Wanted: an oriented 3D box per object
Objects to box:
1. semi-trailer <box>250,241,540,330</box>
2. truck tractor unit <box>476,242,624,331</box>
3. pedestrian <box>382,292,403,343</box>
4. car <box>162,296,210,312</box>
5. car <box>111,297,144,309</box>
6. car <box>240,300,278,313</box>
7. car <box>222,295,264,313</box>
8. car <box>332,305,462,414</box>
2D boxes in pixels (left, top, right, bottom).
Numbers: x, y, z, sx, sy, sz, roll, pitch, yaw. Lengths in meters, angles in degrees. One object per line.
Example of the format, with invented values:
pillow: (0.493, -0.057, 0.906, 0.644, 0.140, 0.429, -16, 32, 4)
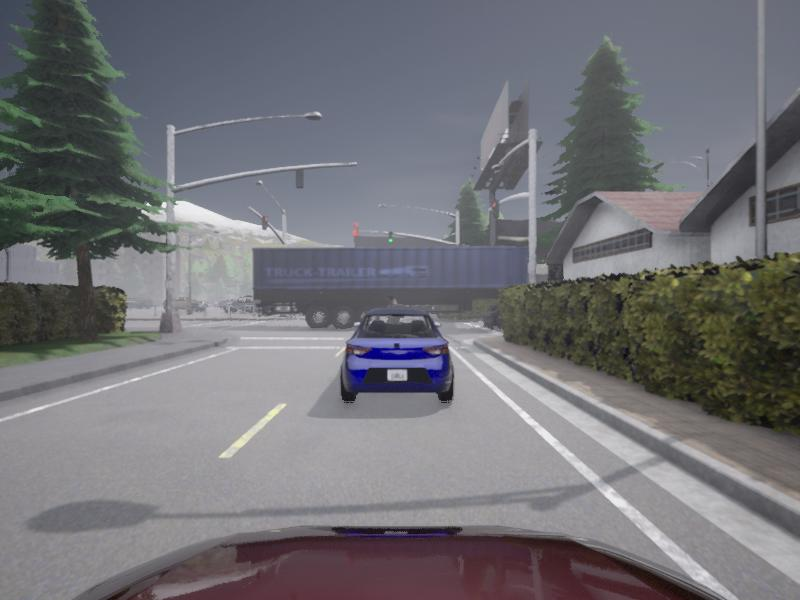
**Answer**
semi-trailer: (-0.235, -0.714, 21.065, 14.254, 4.402, 2.717, 0, 0, -1)
truck tractor unit: (7.654, -0.667, 21.153, 6.516, 4.208, 3.053, -2, 0, -1)
pedestrian: (-0.271, 0.641, 14.988, 0.751, 1.860, 0.751, 0, 0, 3)
car: (-24.953, 0.470, 46.735, 4.605, 1.855, 1.932, 0, 0, -1)
car: (-42.528, 0.460, 62.457, 3.866, 1.878, 1.905, 0, 0, -1)
car: (-16.474, 0.734, 46.875, 3.806, 1.475, 1.970, 0, 0, -1)
car: (-17.045, 0.448, 43.544, 3.866, 1.878, 1.905, 0, 0, -1)
car: (-0.051, 0.860, 7.697, 1.816, 1.474, 4.193, 0, 0, 0)
